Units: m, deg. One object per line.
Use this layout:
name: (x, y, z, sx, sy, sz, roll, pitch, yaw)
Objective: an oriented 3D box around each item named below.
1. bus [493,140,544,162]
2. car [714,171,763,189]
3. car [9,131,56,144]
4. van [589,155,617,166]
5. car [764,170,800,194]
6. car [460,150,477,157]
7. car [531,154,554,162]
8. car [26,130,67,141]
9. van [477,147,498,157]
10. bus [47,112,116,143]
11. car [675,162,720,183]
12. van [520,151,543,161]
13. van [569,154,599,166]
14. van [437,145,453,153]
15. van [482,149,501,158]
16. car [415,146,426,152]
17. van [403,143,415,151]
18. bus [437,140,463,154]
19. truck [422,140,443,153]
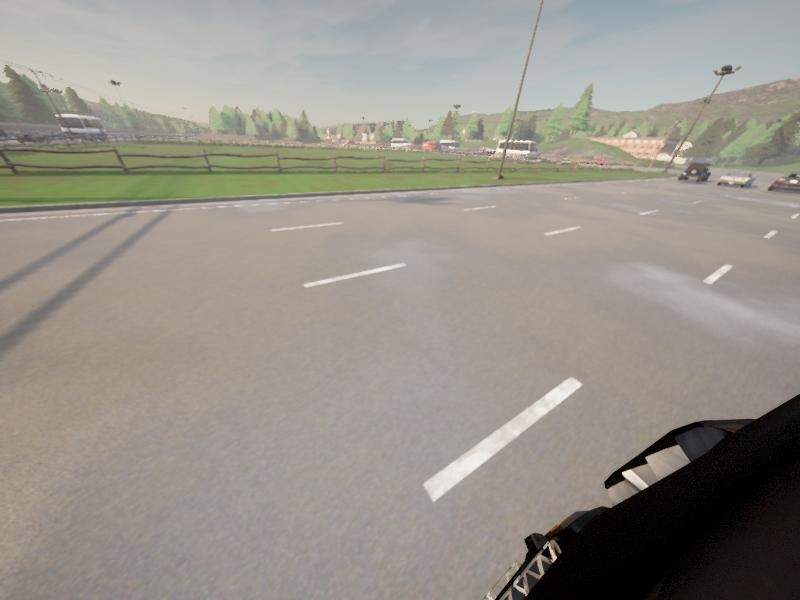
bus: (29.801, -38.158, 58.910, 3.944, 4.253, 10.273, -17, 39, -26)
car: (35.081, -12.518, 23.947, 4.718, 1.301, 1.895, -16, 38, -26)
car: (-53.313, -23.607, 33.621, 1.994, 1.385, 4.181, -16, 39, -26)
van: (48.910, -33.677, 55.748, 1.775, 1.987, 4.442, -17, 39, -26)
car: (36.969, -10.966, 21.454, 4.611, 1.667, 2.242, -14, 38, -24)
car: (21.134, -45.328, 71.322, 2.242, 1.667, 4.611, -17, 39, -26)
car: (39.169, -39.156, 63.589, 2.163, 1.488, 4.792, -17, 39, -26)
car: (-62.997, -29.380, 41.320, 2.128, 1.511, 4.902, -16, 38, -26)
van: (27.691, -47.033, 73.410, 1.988, 2.561, 5.915, -17, 39, -26)
bus: (-62.521, -34.106, 45.903, 3.944, 4.253, 10.273, -16, 39, -26)
car: (34.690, -14.925, 26.953, 3.866, 1.878, 1.905, -17, 39, -26)
van: (35.593, -39.062, 62.682, 2.069, 2.038, 4.480, -17, 39, -26)
van: (40.233, -30.661, 50.618, 1.775, 1.987, 4.442, -17, 39, -26)
van: (17.904, -60.394, 92.609, 2.351, 2.431, 6.366, -17, 39, -26)
van: (27.163, -43.479, 68.591, 2.069, 2.038, 4.480, -17, 39, -26)
car: (7.807, -58.526, 89.575, 1.932, 1.855, 4.605, -17, 39, -26)
van: (3.524, -63.022, 95.285, 1.988, 2.561, 5.915, -17, 39, -26)
bus: (20.369, -62.745, 94.650, 3.944, 4.253, 10.273, -17, 39, -26)
truck: (12.261, -58.847, 88.639, 2.891, 3.827, 8.468, -17, 39, -26)
